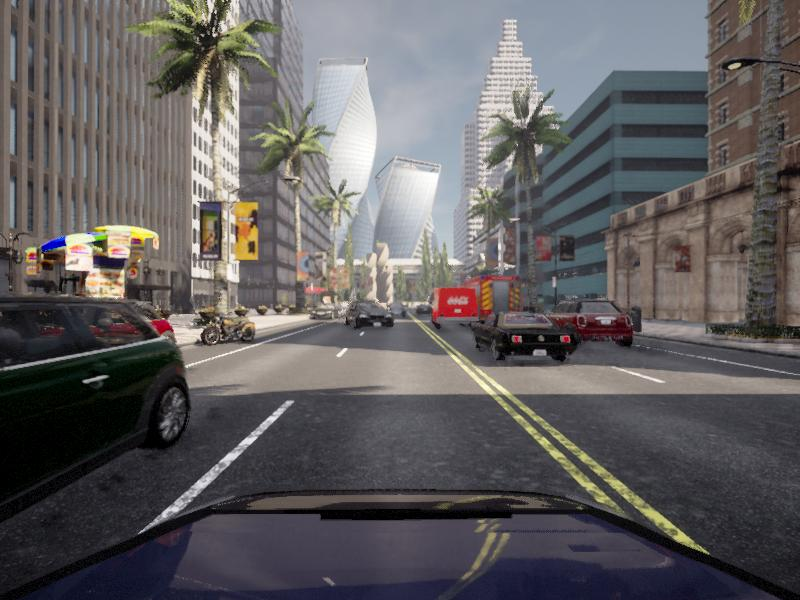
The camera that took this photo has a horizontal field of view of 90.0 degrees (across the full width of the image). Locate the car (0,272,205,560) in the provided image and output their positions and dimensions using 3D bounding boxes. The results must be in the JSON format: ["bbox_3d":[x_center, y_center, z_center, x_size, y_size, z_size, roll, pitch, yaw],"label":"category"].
[{"bbox_3d":[-3.502,0.713,2.759,2.097,1.767,4.553,0,0,0],"label":"car"}]

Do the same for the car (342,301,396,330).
[{"bbox_3d":[-2.055,0.890,25.013,2.242,1.667,4.611,0,0,-20],"label":"car"}]

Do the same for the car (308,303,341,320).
[{"bbox_3d":[-6.941,1.023,37.443,2.231,1.521,4.892,0,0,-1],"label":"car"}]

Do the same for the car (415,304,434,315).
[{"bbox_3d":[3.052,1.172,50.365,1.994,1.385,4.181,0,0,-1],"label":"car"}]

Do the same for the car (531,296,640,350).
[{"bbox_3d":[6.889,0.779,15.548,2.097,1.767,4.553,0,0,-1],"label":"car"}]

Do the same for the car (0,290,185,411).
[{"bbox_3d":[-6.626,0.744,8.071,2.185,1.767,4.553,0,0,-1],"label":"car"}]

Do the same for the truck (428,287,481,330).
[{"bbox_3d":[3.282,0.501,25.492,2.627,2.467,5.204,0,0,-1],"label":"truck"}]

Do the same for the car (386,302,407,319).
[{"bbox_3d":[-0.378,0.993,40.692,2.033,1.649,4.856,0,0,0],"label":"car"}]

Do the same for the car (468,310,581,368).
[{"bbox_3d":[3.427,1.011,12.090,1.895,1.301,4.718,0,0,-1],"label":"car"}]

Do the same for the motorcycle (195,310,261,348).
[{"bbox_3d":[-6.557,1.066,15.426,0.764,1.277,2.356,0,0,29],"label":"motorcycle"}]

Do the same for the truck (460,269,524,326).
[{"bbox_3d":[6.727,-0.157,30.840,2.891,3.827,8.468,0,0,-1],"label":"truck"}]
